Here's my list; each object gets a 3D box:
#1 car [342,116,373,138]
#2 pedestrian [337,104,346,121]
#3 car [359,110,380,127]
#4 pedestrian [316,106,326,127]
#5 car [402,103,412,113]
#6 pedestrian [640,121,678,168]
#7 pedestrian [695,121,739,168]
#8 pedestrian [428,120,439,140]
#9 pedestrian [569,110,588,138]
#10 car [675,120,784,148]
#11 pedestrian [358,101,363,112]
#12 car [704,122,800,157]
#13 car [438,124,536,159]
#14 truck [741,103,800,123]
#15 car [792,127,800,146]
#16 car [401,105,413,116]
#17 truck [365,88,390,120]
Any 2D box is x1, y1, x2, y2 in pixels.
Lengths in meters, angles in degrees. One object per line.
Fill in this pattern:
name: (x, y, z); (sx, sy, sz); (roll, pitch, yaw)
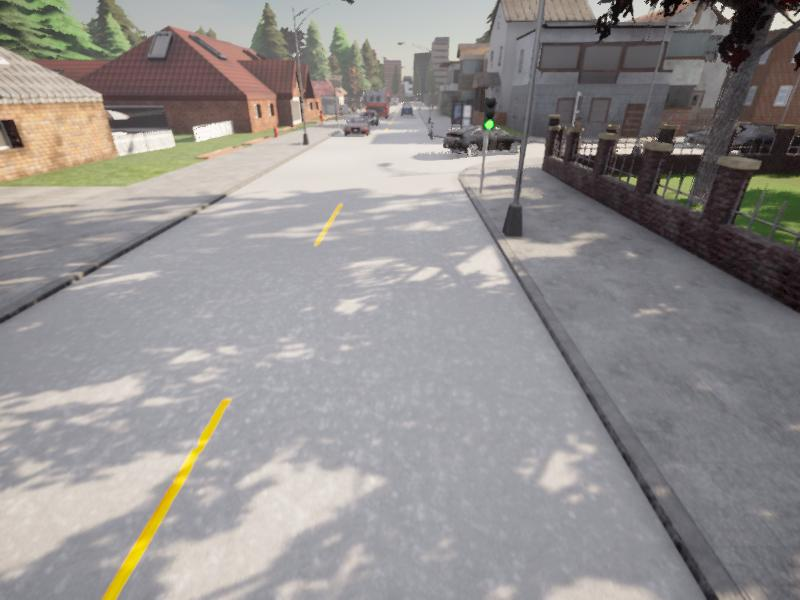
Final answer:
car: (-3.450, -14.342, 33.066); (1.994, 1.385, 4.181); (1, 27, 1)
pedestrian: (-7.170, -23.057, 49.223); (0.751, 1.860, 0.751); (5, 28, 9)
car: (-3.267, -19.711, 43.406); (1.970, 1.475, 3.806); (0, 27, 1)
pedestrian: (-7.993, -18.709, 40.754); (0.751, 1.860, 0.751); (-1, 27, -3)
car: (1.360, -37.041, 77.108); (2.007, 1.525, 4.514); (1, 27, 1)
pedestrian: (11.482, -6.926, 17.797); (0.751, 1.860, 0.751); (1, 27, 2)
pedestrian: (13.940, -6.854, 17.656); (0.751, 1.860, 0.751); (1, 27, 2)
pedestrian: (2.479, -12.705, 29.897); (0.751, 1.300, 0.751); (0, 27, 1)
pedestrian: (13.317, -13.136, 29.874); (0.751, 1.860, 0.751); (0, 27, 0)
car: (21.250, -10.811, 26.023); (4.902, 1.511, 2.128); (0, 27, 1)
pedestrian: (-7.288, -35.508, 73.479); (0.751, 1.860, 0.751); (3, 27, 5)
car: (20.303, -8.959, 22.287); (4.856, 1.649, 2.033); (0, 27, -1)
car: (4.848, -8.979, 22.458); (4.902, 1.511, 2.128); (-10, 28, -19)
truck: (46.210, -23.273, 49.649); (2.390, 2.098, 6.274); (1, 27, 1)
car: (28.691, -10.780, 25.559); (4.605, 1.855, 1.932); (2, 27, 3)
car: (1.141, -30.926, 65.185); (1.882, 1.535, 5.008); (0, 27, 1)
truck: (-3.017, -27.652, 56.298); (2.891, 3.827, 8.468); (1, 27, 1)
